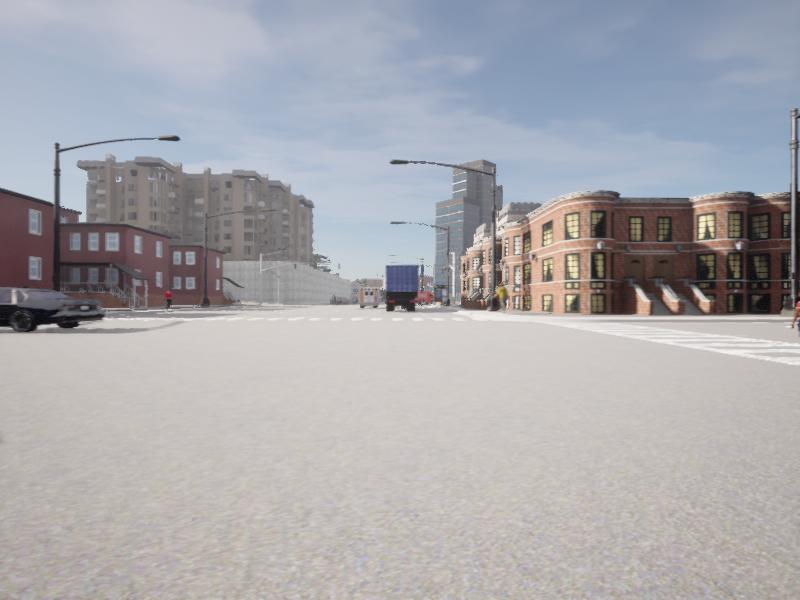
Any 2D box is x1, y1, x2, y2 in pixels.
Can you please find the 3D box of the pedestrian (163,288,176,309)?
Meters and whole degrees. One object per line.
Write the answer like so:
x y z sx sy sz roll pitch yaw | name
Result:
-20.271 -0.108 35.142 0.751 1.860 0.751 0 0 -1 | pedestrian

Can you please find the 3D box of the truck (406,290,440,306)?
3.879 -0.248 67.473 5.204 2.467 2.627 0 -3 -37 | truck

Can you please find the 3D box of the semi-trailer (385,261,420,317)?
0.107 -1.368 38.541 2.717 4.402 14.254 0 4 -1 | semi-trailer

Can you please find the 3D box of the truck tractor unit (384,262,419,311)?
0.270 -1.441 46.644 3.053 4.208 6.516 10 -7 3 | truck tractor unit

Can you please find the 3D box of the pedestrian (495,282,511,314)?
6.152 -0.117 23.909 0.751 1.860 0.751 0 0 -6 | pedestrian

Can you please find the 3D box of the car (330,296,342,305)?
-14.156 0.057 89.108 1.932 1.855 4.605 0 0 0 | car

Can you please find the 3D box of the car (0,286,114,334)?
-12.505 0.299 12.703 5.357 1.411 2.033 0 0 0 | car

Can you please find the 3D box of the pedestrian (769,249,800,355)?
7.489 0.035 7.363 0.751 1.860 0.751 0 0 11 | pedestrian

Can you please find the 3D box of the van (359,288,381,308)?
-3.634 -0.220 49.744 2.351 2.431 6.366 0 0 0 | van
